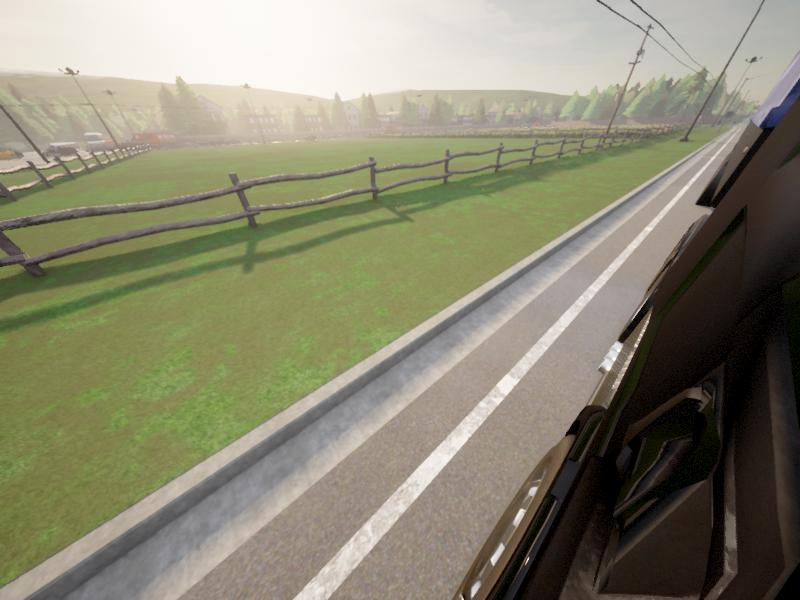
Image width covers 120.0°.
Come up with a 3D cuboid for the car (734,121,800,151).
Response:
[{"bbox_3d":[28.862,-13.002,18.254,5.027,1.651,2.152,-28,43,-30],"label":"car"}]

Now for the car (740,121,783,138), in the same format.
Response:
[{"bbox_3d":[42.506,-20.102,27.229,4.792,1.488,2.163,-28,43,-30],"label":"car"}]

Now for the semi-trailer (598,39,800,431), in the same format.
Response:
[{"bbox_3d":[8.692,-3.588,4.266,14.254,4.402,2.717,-28,43,-30],"label":"semi-trailer"}]

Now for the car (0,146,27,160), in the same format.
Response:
[{"bbox_3d":[-73.148,-27.100,42.500,1.932,1.855,4.605,-9,37,-9],"label":"car"}]

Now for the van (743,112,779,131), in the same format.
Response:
[{"bbox_3d":[62.806,-31.141,40.253,6.366,2.431,2.351,-28,43,-30],"label":"van"}]

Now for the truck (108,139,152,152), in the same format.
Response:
[{"bbox_3d":[-63.935,-36.748,54.840,2.390,2.098,6.274,23,44,30],"label":"truck"}]

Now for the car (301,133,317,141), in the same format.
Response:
[{"bbox_3d":[-28.063,-50.231,71.323,3.866,1.878,1.905,-27,43,-30],"label":"car"}]

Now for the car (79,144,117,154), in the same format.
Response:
[{"bbox_3d":[-71.960,-36.183,55.147,2.152,1.651,5.027,14,39,20],"label":"car"}]

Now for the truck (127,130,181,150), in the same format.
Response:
[{"bbox_3d":[-62.741,-41.131,59.240,8.468,3.827,2.891,-27,43,-30],"label":"truck"}]

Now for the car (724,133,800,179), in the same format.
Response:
[{"bbox_3d":[17.072,-6.714,10.609,4.181,1.385,1.994,-28,43,-30],"label":"car"}]

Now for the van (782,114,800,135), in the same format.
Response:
[{"bbox_3d":[51.886,-22.587,29.606,4.480,2.038,2.069,-29,44,-30],"label":"van"}]

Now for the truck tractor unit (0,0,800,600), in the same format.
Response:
[{"bbox_3d":[2.645,-0.295,0.352,6.516,4.208,3.053,-28,44,-30],"label":"truck tractor unit"}]

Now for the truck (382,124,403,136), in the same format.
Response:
[{"bbox_3d":[-2.824,-69.578,94.443,8.468,3.827,2.891,-27,43,-30],"label":"truck"}]

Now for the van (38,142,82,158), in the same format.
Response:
[{"bbox_3d":[-62.867,-27.879,42.870,2.069,2.038,4.480,-12,38,-13],"label":"van"}]

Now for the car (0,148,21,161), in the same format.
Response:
[{"bbox_3d":[-68.288,-24.539,39.069,1.882,1.535,5.008,-16,39,-17],"label":"car"}]

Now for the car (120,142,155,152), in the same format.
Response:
[{"bbox_3d":[-58.388,-34.150,51.515,2.242,1.667,4.611,24,44,31],"label":"car"}]
